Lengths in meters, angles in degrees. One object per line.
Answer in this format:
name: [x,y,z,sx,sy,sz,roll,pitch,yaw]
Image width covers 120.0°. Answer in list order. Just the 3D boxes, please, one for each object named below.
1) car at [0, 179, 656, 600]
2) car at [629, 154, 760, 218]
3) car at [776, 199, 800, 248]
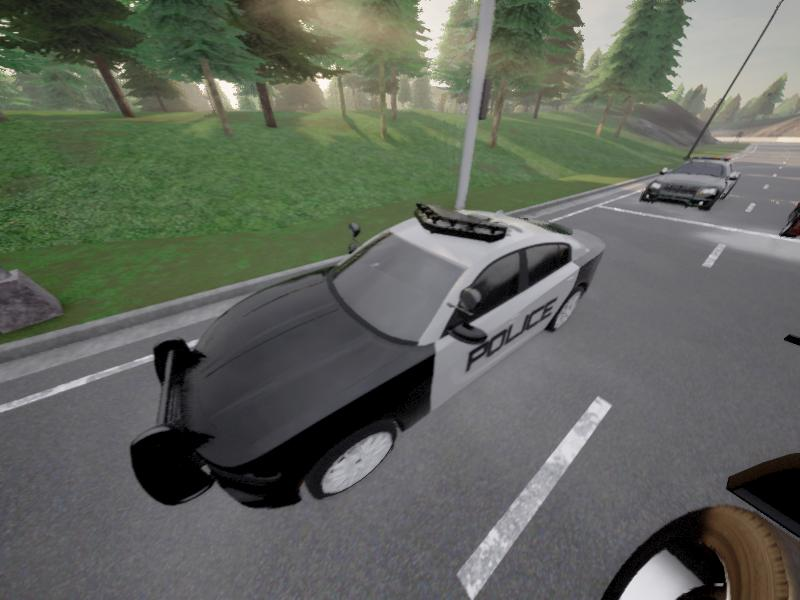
car: [0.413,-0.157,2.699,5.238,1.638,1.930,-22,41,-28]
car: [11.657,-4.705,9.127,4.974,1.542,2.038,-22,41,-28]
car: [11.817,-2.231,5.764,4.181,1.385,1.994,-22,41,-28]
